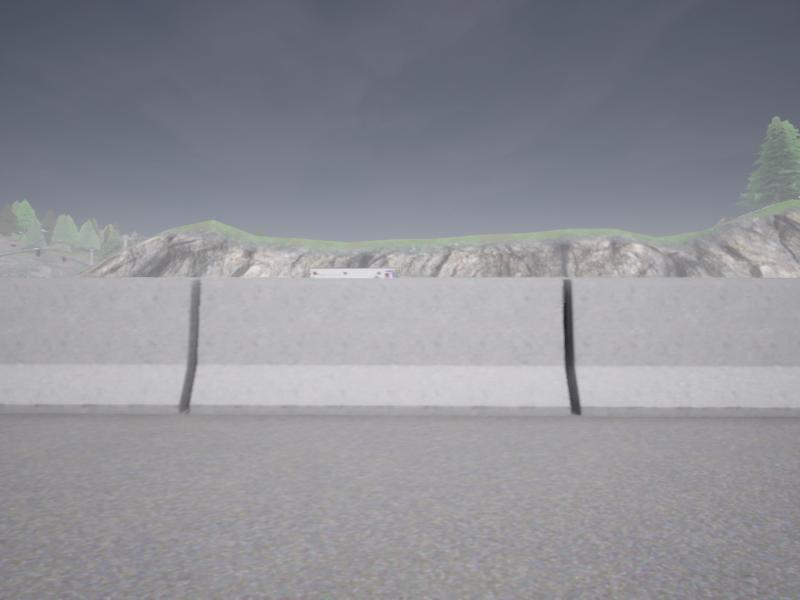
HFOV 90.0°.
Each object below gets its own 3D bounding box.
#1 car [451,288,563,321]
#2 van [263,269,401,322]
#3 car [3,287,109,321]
[{"bbox_3d":[5.152,0.226,19.692,5.008,1.535,1.882,0,0,0],"label":"car"},{"bbox_3d":[-3.151,-0.226,19.710,6.366,2.431,2.351,0,0,0],"label":"van"},{"bbox_3d":[-16.863,0.204,19.740,3.705,1.549,1.789,1,0,0],"label":"car"}]
